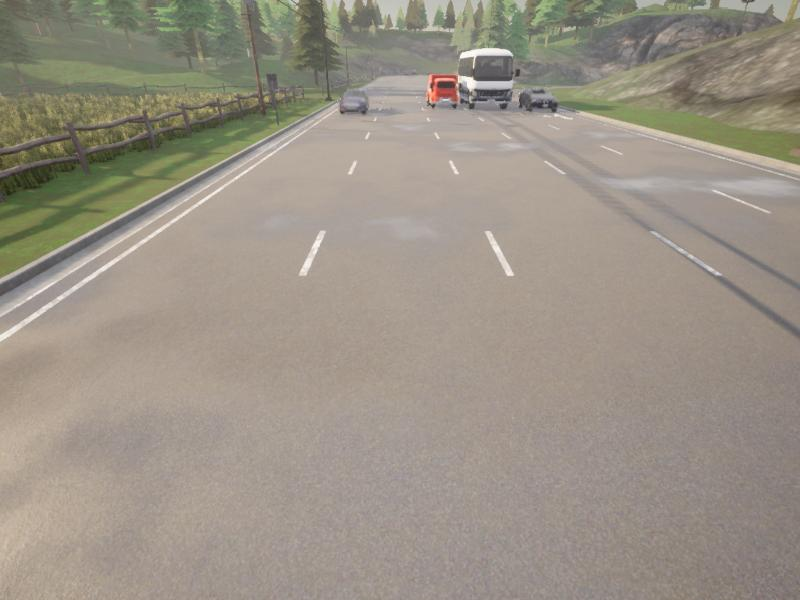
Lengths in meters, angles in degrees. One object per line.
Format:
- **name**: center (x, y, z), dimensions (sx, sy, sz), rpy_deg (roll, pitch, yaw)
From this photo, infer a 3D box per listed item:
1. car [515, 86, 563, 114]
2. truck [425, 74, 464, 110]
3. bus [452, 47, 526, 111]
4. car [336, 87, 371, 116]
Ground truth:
- **car**: center (10.840, -15.865, 31.572), dimensions (2.152, 1.651, 5.027), rpy_deg (1, 30, 2)
- **truck**: center (3.619, -17.645, 33.788), dimensions (2.627, 2.467, 5.204), rpy_deg (0, 30, 0)
- **bus**: center (7.240, -19.205, 34.678), dimensions (3.944, 4.253, 10.273), rpy_deg (0, 30, 0)
- **car**: center (-3.384, -14.929, 29.956), dimensions (2.033, 1.649, 4.856), rpy_deg (0, 30, 0)
